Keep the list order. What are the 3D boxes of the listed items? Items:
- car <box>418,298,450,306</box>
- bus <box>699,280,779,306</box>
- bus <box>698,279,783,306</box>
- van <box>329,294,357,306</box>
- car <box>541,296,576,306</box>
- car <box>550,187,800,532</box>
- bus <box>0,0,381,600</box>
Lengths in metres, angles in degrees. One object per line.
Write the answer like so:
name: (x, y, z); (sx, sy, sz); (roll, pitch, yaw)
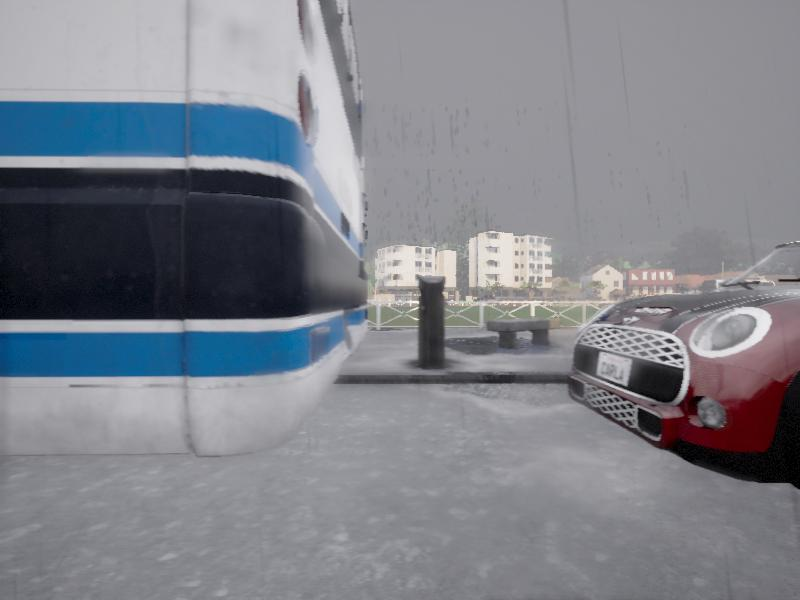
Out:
car: (5.740, 0.292, 68.418); (5.357, 1.411, 2.033); (0, 0, 0)
bus: (57.674, -1.150, 68.201); (10.273, 4.253, 3.944); (0, 0, 0)
bus: (54.659, -1.147, 64.449); (10.273, 4.253, 3.944); (0, 0, 0)
van: (-9.901, -0.001, 69.277); (4.442, 1.987, 1.775); (0, 0, 13)
car: (27.097, 0.164, 68.379); (5.238, 1.638, 1.930); (0, 0, 0)
car: (3.292, 0.253, 2.704); (3.806, 1.475, 1.970); (0, 0, 0)
bus: (-5.327, -1.133, 2.527); (10.273, 4.253, 3.944); (0, 0, -1)
